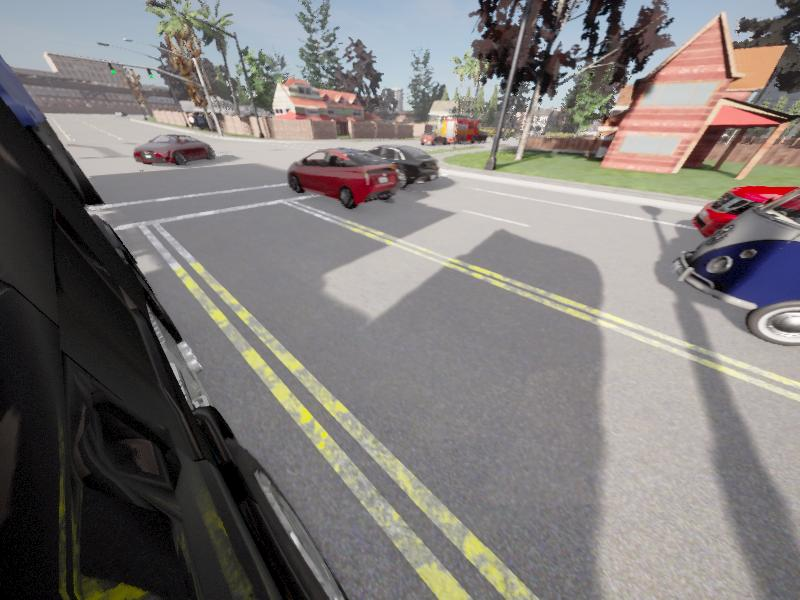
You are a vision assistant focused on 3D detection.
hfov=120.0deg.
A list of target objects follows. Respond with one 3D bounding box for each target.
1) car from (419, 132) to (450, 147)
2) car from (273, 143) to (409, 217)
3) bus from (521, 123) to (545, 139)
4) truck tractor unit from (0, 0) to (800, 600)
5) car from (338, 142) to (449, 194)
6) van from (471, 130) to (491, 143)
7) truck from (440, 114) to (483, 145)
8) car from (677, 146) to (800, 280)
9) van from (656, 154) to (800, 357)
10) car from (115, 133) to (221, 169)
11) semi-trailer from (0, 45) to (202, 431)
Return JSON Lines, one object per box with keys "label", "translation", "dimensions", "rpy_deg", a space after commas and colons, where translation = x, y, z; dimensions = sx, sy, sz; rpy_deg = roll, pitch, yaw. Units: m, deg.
{"label": "car", "translation": [5.128, -23.838, 34.177], "dimensions": [2.152, 1.651, 5.027], "rpy_deg": [27, 43, 29]}
{"label": "car", "translation": [-2.117, -4.412, 8.089], "dimensions": [4.514, 1.525, 2.007], "rpy_deg": [28, 44, 30]}
{"label": "bus", "translation": [45.706, -57.822, 79.214], "dimensions": [3.944, 4.253, 10.273], "rpy_deg": [27, 43, 29]}
{"label": "truck tractor unit", "translation": [-2.645, -0.295, 0.351], "dimensions": [6.516, 4.208, 3.053], "rpy_deg": [28, 44, 30]}
{"label": "car", "translation": [-0.458, -6.269, 10.665], "dimensions": [4.892, 1.490, 1.837], "rpy_deg": [28, 44, 30]}
{"label": "van", "translation": [15.861, -31.977, 45.239], "dimensions": [1.775, 1.987, 4.442], "rpy_deg": [25, 42, 27]}
{"label": "truck", "translation": [10.457, -28.595, 38.939], "dimensions": [2.891, 3.827, 8.468], "rpy_deg": [27, 43, 29]}
{"label": "car", "translation": [9.464, -1.195, 3.993], "dimensions": [5.566, 2.045, 2.150], "rpy_deg": [28, 44, 30]}
{"label": "van", "translation": [6.349, -0.103, 2.431], "dimensions": [4.442, 1.987, 1.775], "rpy_deg": [28, 44, 30]}
{"label": "car", "translation": [-13.028, -8.779, 13.443], "dimensions": [1.994, 1.385, 4.181], "rpy_deg": [1, 37, -1]}
{"label": "semi-trailer", "translation": [-8.706, -3.585, 4.242], "dimensions": [14.254, 4.402, 2.717], "rpy_deg": [28, 44, 30]}
